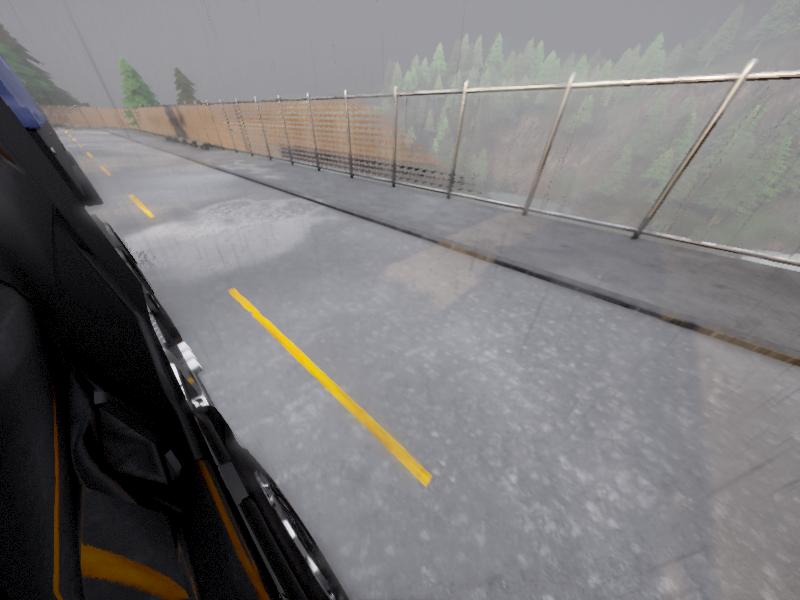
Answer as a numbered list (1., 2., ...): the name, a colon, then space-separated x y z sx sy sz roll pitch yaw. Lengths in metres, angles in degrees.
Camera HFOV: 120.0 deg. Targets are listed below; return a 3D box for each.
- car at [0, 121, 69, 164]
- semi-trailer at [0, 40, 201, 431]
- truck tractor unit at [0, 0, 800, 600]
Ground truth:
1. car: -20.978 -8.980 13.036 5.238 1.638 1.930 28 43 30
2. semi-trailer: -8.698 -3.597 4.240 14.254 4.402 2.717 28 43 30
3. truck tractor unit: -2.645 -0.295 0.351 6.516 4.208 3.053 28 44 30
